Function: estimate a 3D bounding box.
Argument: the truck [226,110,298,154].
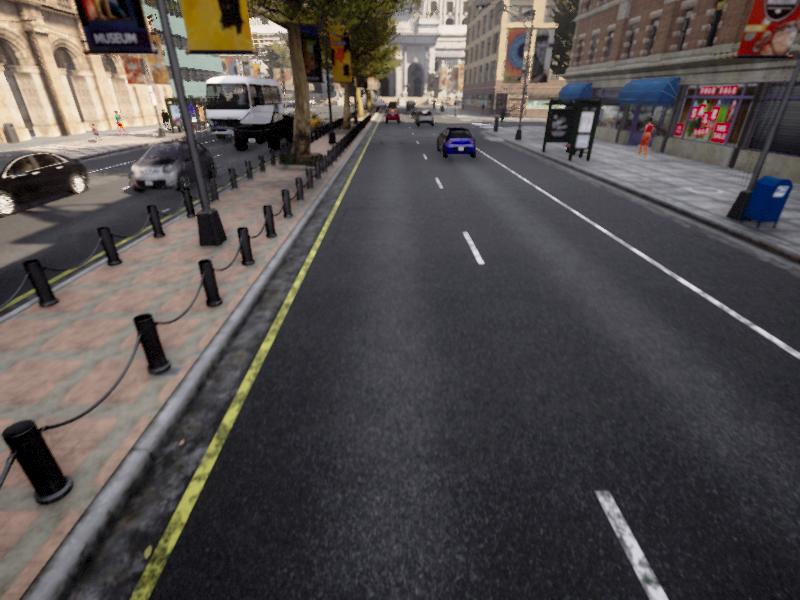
[{"bbox_3d":[-8.446,-10.785,25.319,2.390,2.098,6.274,0,27,-1],"label":"truck"}]

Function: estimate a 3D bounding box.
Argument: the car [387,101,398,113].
[{"bbox_3d":[-1.406,-36.772,76.157,1.905,1.878,3.866,0,27,-1],"label":"car"}]

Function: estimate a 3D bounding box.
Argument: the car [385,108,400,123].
[{"bbox_3d":[-0.892,-22.670,49.057,1.789,1.549,3.705,0,27,-1],"label":"car"}]

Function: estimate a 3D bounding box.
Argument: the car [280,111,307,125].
[{"bbox_3d":[-12.340,-21.333,46.733,1.895,1.301,4.718,0,27,-1],"label":"car"}]

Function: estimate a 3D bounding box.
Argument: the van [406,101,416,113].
[{"bbox_3d":[2.048,-36.790,76.082,1.775,1.987,4.442,0,27,-1],"label":"van"}]

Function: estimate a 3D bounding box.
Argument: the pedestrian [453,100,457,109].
[{"bbox_3d":[11.974,-42.579,87.109,0.751,1.860,0.751,0,27,0],"label":"pedestrian"}]

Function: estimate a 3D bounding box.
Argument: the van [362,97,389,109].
[{"bbox_3d":[-5.792,-47.880,97.176,6.366,2.431,2.351,0,27,-1],"label":"van"}]

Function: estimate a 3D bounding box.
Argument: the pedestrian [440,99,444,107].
[{"bbox_3d":[11.003,-51.486,104.785,0.751,1.860,0.751,0,27,0],"label":"pedestrian"}]

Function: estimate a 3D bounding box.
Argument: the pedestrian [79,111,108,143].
[{"bbox_3d":[-20.156,-11.389,26.363,0.751,1.860,0.751,5,28,9],"label":"pedestrian"}]

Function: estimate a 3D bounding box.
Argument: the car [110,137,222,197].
[{"bbox_3d":[-8.240,-4.935,14.548,1.845,1.501,3.633,0,27,-1],"label":"car"}]

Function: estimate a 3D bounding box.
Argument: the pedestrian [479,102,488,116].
[{"bbox_3d":[12.381,-28.334,59.375,0.751,1.860,0.751,-8,28,-16],"label":"pedestrian"}]

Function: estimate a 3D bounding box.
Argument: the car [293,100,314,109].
[{"bbox_3d":[-23.446,-47.532,97.102,4.605,1.855,1.932,0,27,-1],"label":"car"}]

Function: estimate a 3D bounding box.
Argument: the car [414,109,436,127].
[{"bbox_3d":[2.700,-20.162,44.211,2.007,1.525,4.514,0,27,-1],"label":"car"}]

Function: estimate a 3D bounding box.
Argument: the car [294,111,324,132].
[{"bbox_3d":[-8.697,-17.360,38.690,1.801,1.575,5.366,0,27,-1],"label":"car"}]

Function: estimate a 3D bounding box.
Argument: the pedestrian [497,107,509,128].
[{"bbox_3d":[10.282,-18.214,40.004,0.751,1.860,0.751,-3,27,-5],"label":"pedestrian"}]

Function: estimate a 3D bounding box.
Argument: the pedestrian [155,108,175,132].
[{"bbox_3d":[-19.982,-15.333,34.042,0.751,1.860,0.751,2,27,3],"label":"pedestrian"}]

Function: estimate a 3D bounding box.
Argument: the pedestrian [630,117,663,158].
[{"bbox_3d":[12.430,-8.213,20.199,0.751,1.860,0.751,1,27,3],"label":"pedestrian"}]

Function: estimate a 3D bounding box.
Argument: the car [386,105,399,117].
[{"bbox_3d":[-1.155,-29.744,62.942,2.007,1.525,4.514,0,27,-1],"label":"car"}]

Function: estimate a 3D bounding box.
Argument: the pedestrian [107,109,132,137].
[{"bbox_3d":[-21.189,-13.381,30.242,0.751,1.860,0.751,4,27,8],"label":"pedestrian"}]

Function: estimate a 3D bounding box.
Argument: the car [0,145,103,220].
[{"bbox_3d":[-11.693,-3.620,12.031,1.837,1.490,4.892,0,27,-1],"label":"car"}]

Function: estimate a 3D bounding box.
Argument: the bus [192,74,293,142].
[{"bbox_3d":[-11.941,-15.453,32.050,3.944,4.253,10.273,-1,27,-1],"label":"bus"}]

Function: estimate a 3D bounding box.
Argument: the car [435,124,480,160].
[{"bbox_3d":[3.113,-8.921,22.381,1.816,1.474,4.193,0,27,-1],"label":"car"}]
